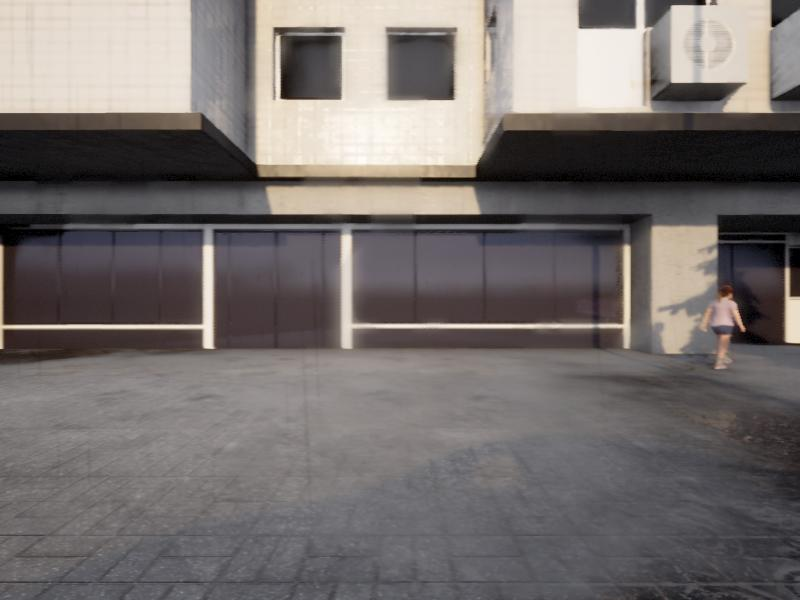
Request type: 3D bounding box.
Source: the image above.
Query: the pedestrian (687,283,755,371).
[{"bbox_3d":[4.232,0.339,5.293,0.500,1.100,0.500,0,0,-17],"label":"pedestrian"}]
